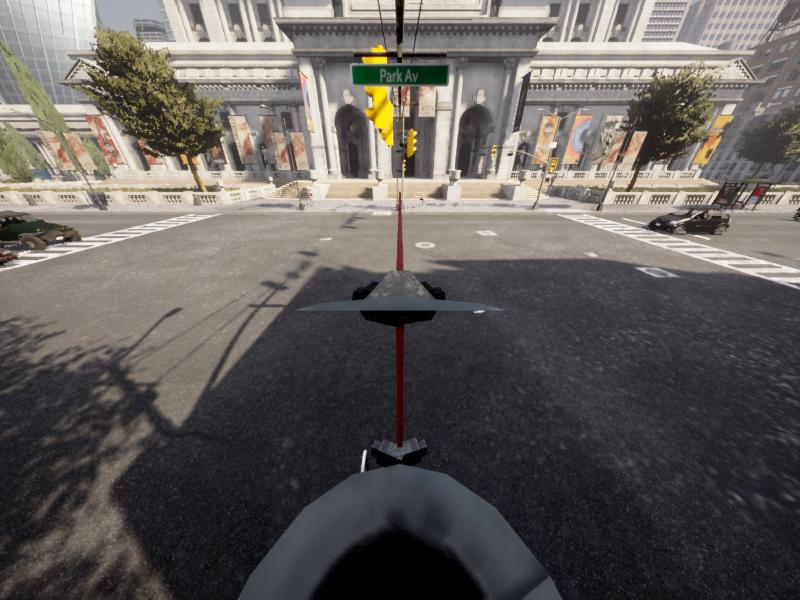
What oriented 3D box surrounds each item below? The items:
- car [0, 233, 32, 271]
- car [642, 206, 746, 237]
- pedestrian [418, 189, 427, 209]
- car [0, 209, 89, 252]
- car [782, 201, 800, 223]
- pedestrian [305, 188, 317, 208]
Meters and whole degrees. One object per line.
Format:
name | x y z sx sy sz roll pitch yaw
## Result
car | -20.477 -1.917 9.932 5.357 1.411 2.033 0 30 0
car | 19.709 -5.379 15.716 3.988 1.617 1.851 0 30 0
pedestrian | 2.346 -10.554 24.072 0.751 1.860 0.751 -4 30 -7
car | -20.975 -3.888 12.850 3.866 1.878 1.905 0 30 0
car | 35.505 -7.038 18.685 4.902 1.511 2.128 0 30 0
pedestrian | -9.458 -10.859 24.601 0.751 1.860 0.751 0 30 0
